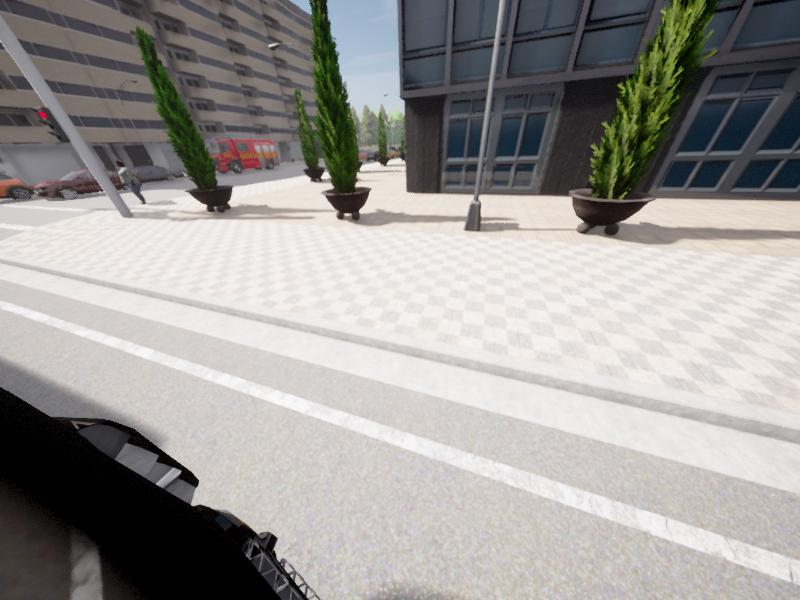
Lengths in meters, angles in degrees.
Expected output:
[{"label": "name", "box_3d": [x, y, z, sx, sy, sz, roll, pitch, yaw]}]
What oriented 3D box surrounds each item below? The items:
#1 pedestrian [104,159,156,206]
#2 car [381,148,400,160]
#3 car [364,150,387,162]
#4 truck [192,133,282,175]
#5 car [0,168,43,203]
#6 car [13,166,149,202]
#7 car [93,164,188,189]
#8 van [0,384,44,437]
[{"label": "pedestrian", "box_3d": [-12.475, -5.439, 10.717, 0.751, 1.860, 0.751, 22, 41, 32]}, {"label": "car", "box_3d": [-1.717, -28.215, 44.566, 1.801, 1.575, 5.366, 9, 36, 17]}, {"label": "car", "box_3d": [-4.039, -24.383, 39.047, 2.007, 1.525, 4.514, 9, 35, 17]}, {"label": "truck", "box_3d": [-19.417, -18.083, 28.601, 2.891, 3.827, 8.468, 9, 36, 17]}, {"label": "car", "box_3d": [-26.134, -6.684, 13.864, 2.097, 1.767, 4.553, 13, 37, 21]}, {"label": "car", "box_3d": [-21.158, -8.028, 15.765, 1.882, 1.535, 5.008, 9, 35, 16]}, {"label": "car", "box_3d": [-22.889, -11.221, 20.776, 2.033, 1.411, 5.357, 9, 35, 16]}, {"label": "van", "box_3d": [-6.110, 0.474, 1.775, 4.442, 1.987, 1.775, 9, 35, 16]}]
